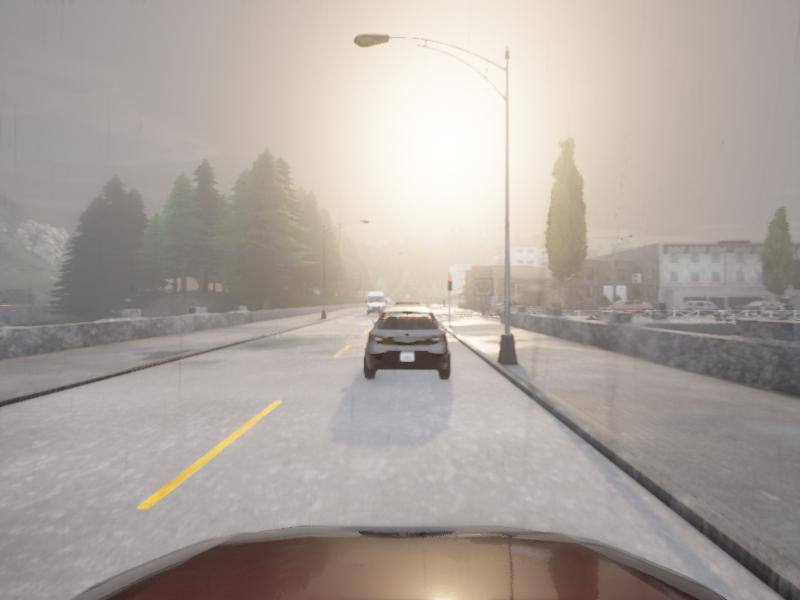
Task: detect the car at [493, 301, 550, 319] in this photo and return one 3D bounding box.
[{"bbox_3d":[10.633,0.843,35.294,4.514,1.525,2.007,0,0,3],"label":"car"}]

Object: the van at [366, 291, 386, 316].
[{"bbox_3d":[-2.684,0.342,43.834,1.988,2.561,5.915,0,0,-5],"label":"van"}]

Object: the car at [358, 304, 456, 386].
[{"bbox_3d":[0.175,0.859,9.504,1.816,1.474,4.193,0,0,1],"label":"car"}]

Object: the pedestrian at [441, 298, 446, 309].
[{"bbox_3d":[7.438,0.566,67.944,0.751,1.860,0.751,0,0,-5],"label":"pedestrian"}]

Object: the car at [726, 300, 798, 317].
[{"bbox_3d":[35.000,0.785,38.792,5.238,1.638,1.930,0,0,1],"label":"car"}]

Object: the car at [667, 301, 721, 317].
[{"bbox_3d":[28.556,0.868,38.911,3.806,1.475,1.970,0,0,1],"label":"car"}]

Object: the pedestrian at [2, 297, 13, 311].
[{"bbox_3d":[-51.550,0.560,52.535,0.751,1.860,0.751,0,0,0],"label":"pedestrian"}]

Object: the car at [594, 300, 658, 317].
[{"bbox_3d":[21.981,0.796,39.033,5.027,1.651,2.152,0,0,1],"label":"car"}]

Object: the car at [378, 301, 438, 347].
[{"bbox_3d":[0.302,0.833,16.103,2.038,1.542,4.974,0,0,1],"label":"car"}]
